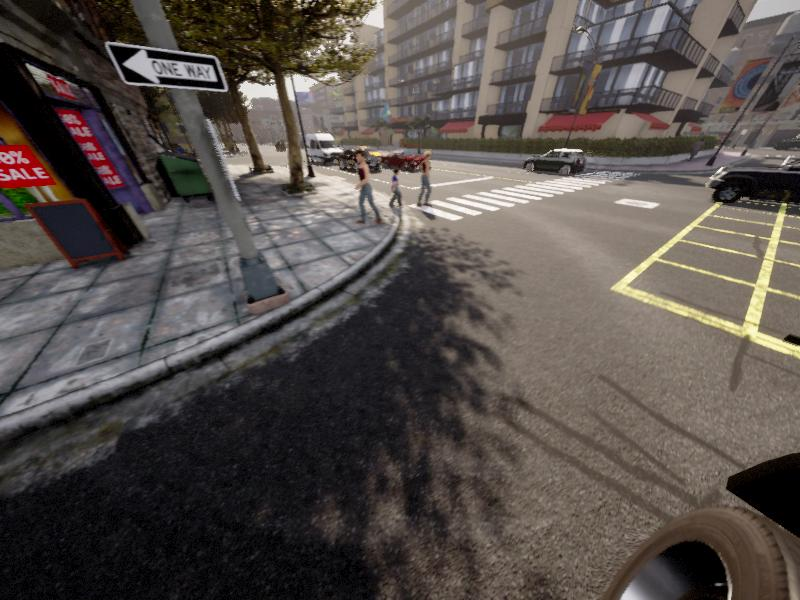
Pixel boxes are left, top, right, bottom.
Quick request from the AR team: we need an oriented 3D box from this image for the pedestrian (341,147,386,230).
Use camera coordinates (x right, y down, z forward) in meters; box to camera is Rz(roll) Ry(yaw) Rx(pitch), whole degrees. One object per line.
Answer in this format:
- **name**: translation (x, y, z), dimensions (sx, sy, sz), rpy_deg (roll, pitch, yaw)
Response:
- **pedestrian**: translation (-0.940, -2.981, 6.224), dimensions (0.751, 1.860, 0.751), rpy_deg (-21, 40, -27)

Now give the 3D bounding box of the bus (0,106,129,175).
- **bus**: translation (-30.904, -12.895, 18.754), dimensions (10.273, 4.253, 3.944), rpy_deg (-22, 41, -28)

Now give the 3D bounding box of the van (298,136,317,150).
- **van**: translation (-22.152, -37.663, 55.313), dimensions (1.988, 2.561, 5.915), rpy_deg (-22, 41, -28)

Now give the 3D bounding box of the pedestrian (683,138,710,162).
- **pedestrian**: translation (28.417, -14.392, 22.190), dimensions (0.751, 1.860, 0.751), rpy_deg (-22, 40, -27)

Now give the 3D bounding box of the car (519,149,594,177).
- **car**: translation (11.291, -10.141, 16.929), dimensions (1.970, 1.475, 3.806), rpy_deg (-22, 41, -28)

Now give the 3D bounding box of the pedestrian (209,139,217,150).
- **pedestrian**: translation (-41.222, -34.249, 50.903), dimensions (0.751, 1.860, 0.751), rpy_deg (-26, 43, -32)

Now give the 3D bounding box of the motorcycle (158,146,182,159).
- **motorcycle**: translation (-29.751, -19.050, 29.829), dimensions (2.356, 1.277, 0.764), rpy_deg (15, 48, 20)

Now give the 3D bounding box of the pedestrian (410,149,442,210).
- **pedestrian**: translation (0.925, -4.452, 8.561), dimensions (0.751, 1.860, 0.751), rpy_deg (-19, 39, -24)

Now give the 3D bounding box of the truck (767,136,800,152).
- **truck**: translation (67.302, -25.873, 38.280), dimensions (2.390, 2.098, 6.274), rpy_deg (-12, 37, -16)

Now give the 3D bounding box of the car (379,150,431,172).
- **car**: translation (0.300, -11.992, 19.798), dimensions (1.895, 1.301, 4.718), rpy_deg (-22, 41, -28)

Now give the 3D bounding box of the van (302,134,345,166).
- **van**: translation (-8.046, -15.765, 24.137), dimensions (1.988, 2.561, 5.915), rpy_deg (-22, 41, -28)

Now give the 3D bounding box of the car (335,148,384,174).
- **car**: translation (-3.466, -11.633, 19.146), dimensions (1.837, 1.490, 4.892), rpy_deg (-22, 41, -28)

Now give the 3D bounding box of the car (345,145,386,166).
- **car**: translation (-3.689, -15.336, 24.327), dimensions (1.801, 1.575, 5.366), rpy_deg (-22, 41, -28)

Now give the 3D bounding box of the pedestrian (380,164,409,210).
- **pedestrian**: translation (-0.186, -3.973, 8.111), dimensions (0.751, 1.300, 0.751), rpy_deg (-13, 37, -17)

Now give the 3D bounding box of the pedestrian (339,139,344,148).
- **pedestrian**: translation (-13.870, -37.022, 54.629), dimensions (0.751, 1.860, 0.751), rpy_deg (-19, 39, -25)

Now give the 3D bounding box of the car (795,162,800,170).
- **car**: translation (33.944, -11.234, 18.378), dimensions (5.357, 1.411, 2.033), rpy_deg (-22, 41, -28)

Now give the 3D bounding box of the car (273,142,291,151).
- **car**: translation (-24.988, -32.559, 48.989), dimensions (2.128, 1.511, 4.902), rpy_deg (-22, 41, -28)

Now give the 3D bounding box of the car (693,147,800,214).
- **car**: translation (14.496, -4.220, 8.153), dimensions (1.932, 1.855, 4.605), rpy_deg (-22, 41, -28)
